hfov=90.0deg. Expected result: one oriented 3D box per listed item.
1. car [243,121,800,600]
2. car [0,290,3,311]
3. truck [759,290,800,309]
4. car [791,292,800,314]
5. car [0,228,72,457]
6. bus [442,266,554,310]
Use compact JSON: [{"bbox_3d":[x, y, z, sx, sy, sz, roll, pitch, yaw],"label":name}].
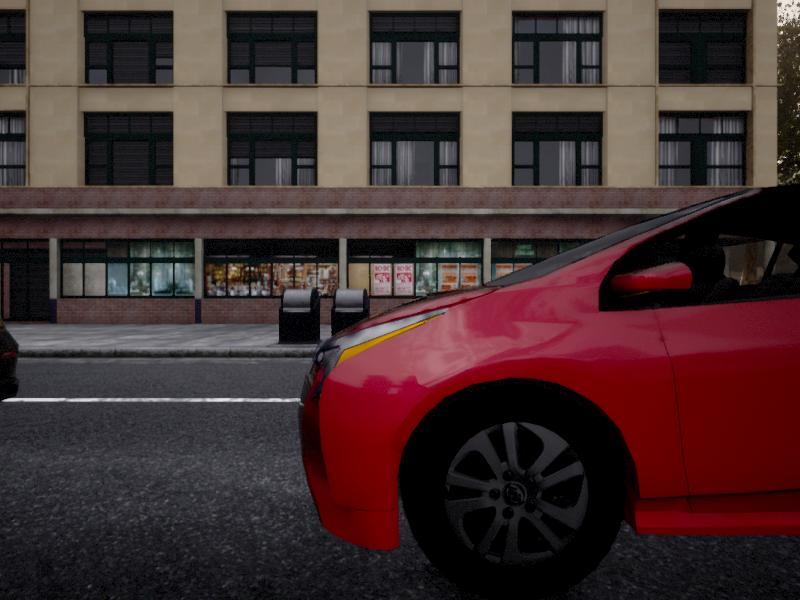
[{"bbox_3d":[1.791,0.228,2.195,4.514,1.525,2.007,0,0,0],"label":"car"},{"bbox_3d":[-35.536,0.052,32.512,1.932,1.855,4.605,0,0,0],"label":"car"},{"bbox_3d":[43.276,-0.057,43.549,6.274,2.098,2.390,0,0,0],"label":"truck"},{"bbox_3d":[29.894,0.202,26.977,1.801,1.575,5.366,0,0,-1],"label":"car"},{"bbox_3d":[-4.859,0.270,2.172,4.674,1.442,1.812,0,0,0],"label":"car"},{"bbox_3d":[9.592,-1.134,40.268,10.273,4.253,3.944,0,0,0],"label":"bus"}]
